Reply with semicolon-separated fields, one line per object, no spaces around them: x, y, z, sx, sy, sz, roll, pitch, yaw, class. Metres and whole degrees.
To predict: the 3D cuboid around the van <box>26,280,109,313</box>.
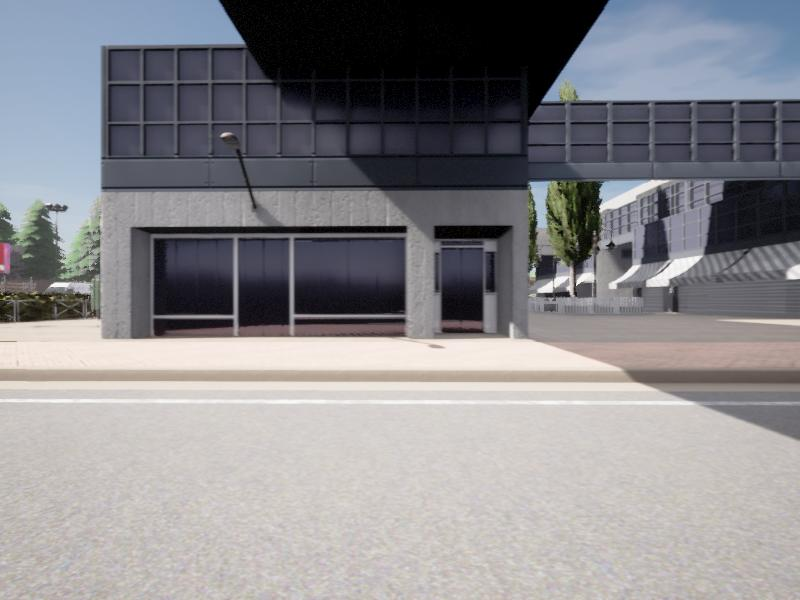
-28.066;-0.240;34.119;1.988;2.561;5.915;0;0;2;van
